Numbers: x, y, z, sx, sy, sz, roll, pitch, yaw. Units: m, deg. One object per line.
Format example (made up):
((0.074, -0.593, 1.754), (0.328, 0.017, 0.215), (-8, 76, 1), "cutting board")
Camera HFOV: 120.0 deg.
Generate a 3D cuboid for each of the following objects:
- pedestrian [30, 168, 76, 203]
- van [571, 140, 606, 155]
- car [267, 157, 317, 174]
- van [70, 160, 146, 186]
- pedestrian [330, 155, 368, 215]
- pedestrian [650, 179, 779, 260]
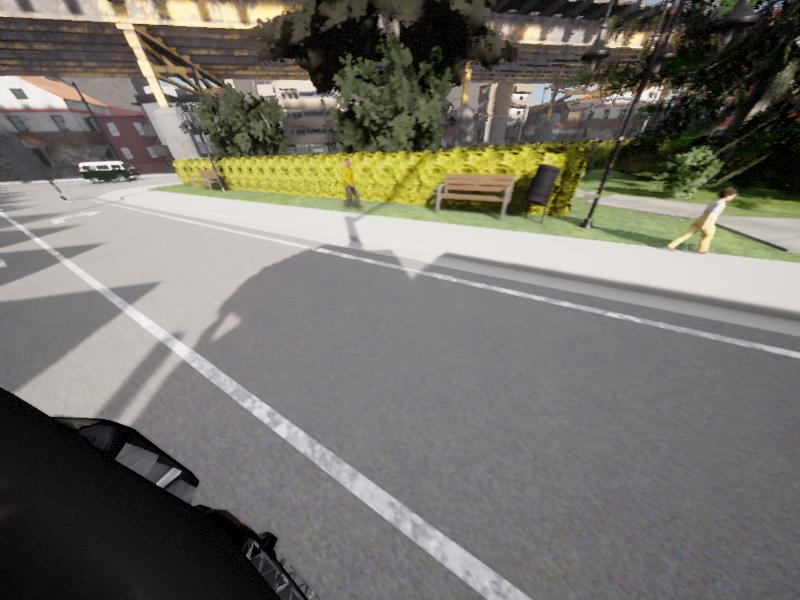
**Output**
((-21.612, -7.135, 14.448), (0.751, 1.860, 0.751), (26, 43, 36), "pedestrian")
((33.893, -27.484, 41.563), (4.480, 2.038, 2.069), (-10, 34, -11), "van")
((-13.496, -17.113, 29.336), (5.366, 1.575, 1.801), (-10, 34, -11), "car")
((-32.026, -14.107, 25.567), (4.480, 2.038, 2.069), (-10, 34, -11), "van")
((-1.826, -4.215, 8.477), (0.751, 1.860, 0.751), (16, 38, 26), "pedestrian")
((5.861, -1.555, 4.458), (0.751, 1.300, 0.751), (9, 35, 17), "pedestrian")
